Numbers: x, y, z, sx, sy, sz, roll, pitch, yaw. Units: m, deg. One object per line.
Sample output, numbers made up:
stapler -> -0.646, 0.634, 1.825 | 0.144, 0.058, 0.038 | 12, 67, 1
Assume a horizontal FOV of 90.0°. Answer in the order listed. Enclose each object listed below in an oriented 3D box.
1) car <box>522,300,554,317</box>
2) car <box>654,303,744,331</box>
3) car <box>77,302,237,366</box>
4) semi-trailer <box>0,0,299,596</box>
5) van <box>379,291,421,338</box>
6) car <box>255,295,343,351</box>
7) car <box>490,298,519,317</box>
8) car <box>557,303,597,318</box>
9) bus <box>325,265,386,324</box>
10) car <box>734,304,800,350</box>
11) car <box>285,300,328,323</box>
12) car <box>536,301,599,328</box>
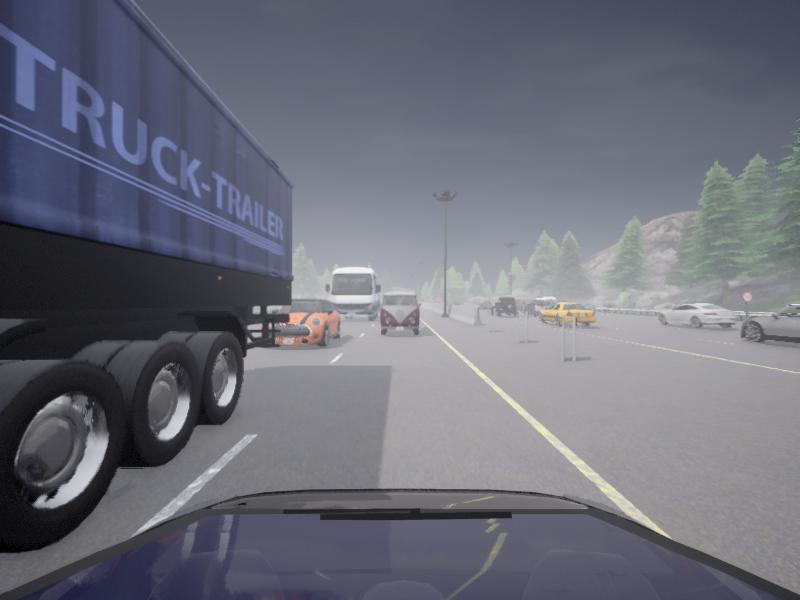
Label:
car -> 14.004, 0.859, 40.828 | 1.851, 1.617, 3.988 | 0, 0, 0
car -> 17.501, 0.911, 23.761 | 1.812, 1.442, 4.674 | 0, 0, 0
car -> -7.001, 0.846, 12.357 | 1.882, 1.535, 5.008 | 0, 0, 0
semi-trailer -> -3.507, -0.615, 1.334 | 2.717, 4.402, 14.254 | 0, 0, 0
van -> 0.000, 0.634, 18.998 | 1.775, 1.987, 4.442 | 0, 0, 0
car -> -3.501, 0.720, 14.831 | 2.097, 1.767, 4.553 | 0, 0, 0
car -> 10.502, 0.716, 40.363 | 1.905, 1.878, 3.866 | 0, 0, 0
car -> 17.500, 1.012, 39.753 | 1.895, 1.301, 4.718 | 0, 0, 0
bus -> -3.378, -0.485, 33.712 | 3.944, 4.253, 10.273 | 0, 1, 0
car -> 14.000, 0.878, 13.690 | 1.970, 1.475, 3.806 | 0, 0, 0
car -> -7.000, 0.808, 30.464 | 2.242, 1.667, 4.611 | 0, 0, 0
car -> 10.500, 0.846, 25.608 | 1.801, 1.575, 5.366 | 0, 0, 0
